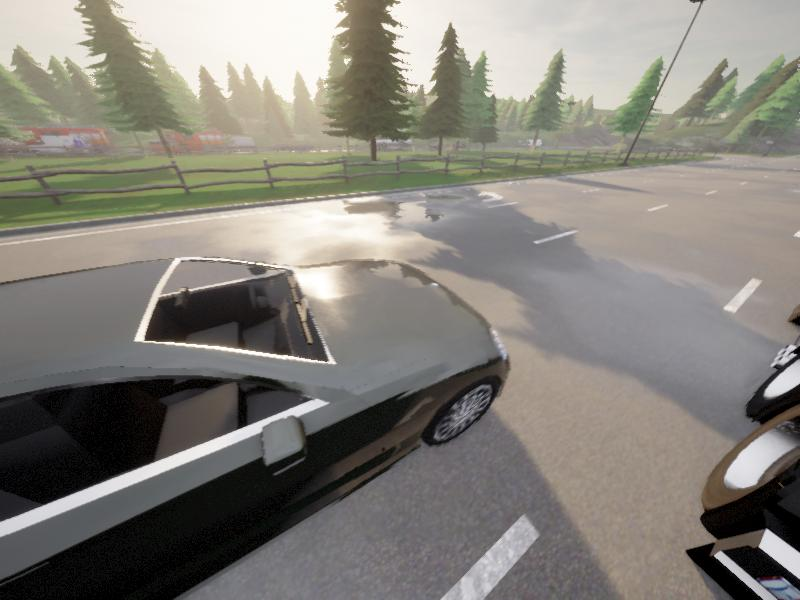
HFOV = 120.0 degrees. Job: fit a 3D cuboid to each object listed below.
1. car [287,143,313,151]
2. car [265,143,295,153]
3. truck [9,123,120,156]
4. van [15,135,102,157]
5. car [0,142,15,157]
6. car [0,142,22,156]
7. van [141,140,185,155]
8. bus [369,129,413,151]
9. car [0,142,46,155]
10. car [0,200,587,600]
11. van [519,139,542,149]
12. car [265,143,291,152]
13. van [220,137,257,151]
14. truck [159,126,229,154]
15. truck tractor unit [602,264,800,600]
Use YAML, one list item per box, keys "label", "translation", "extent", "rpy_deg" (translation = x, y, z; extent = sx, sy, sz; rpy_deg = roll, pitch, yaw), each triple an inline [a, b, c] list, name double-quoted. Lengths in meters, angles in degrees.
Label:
- label: "car"
  translation: [-22.750, -35.017, 52.820]
  extent: [5.008, 1.535, 1.882]
  rpy_deg: [-18, 39, -24]
- label: "car"
  translation: [-23.783, -30.064, 45.716]
  extent: [4.892, 1.490, 1.837]
  rpy_deg: [-18, 39, -24]
- label: "truck"
  translation: [-50.757, -24.645, 35.577]
  extent: [8.468, 3.827, 2.891]
  rpy_deg: [-18, 39, -24]
- label: "van"
  translation: [-48.999, -22.335, 33.496]
  extent: [6.366, 2.431, 2.351]
  rpy_deg: [-18, 39, -24]
- label: "car"
  translation: [-55.987, -19.758, 30.411]
  extent: [4.856, 1.649, 2.033]
  rpy_deg: [-18, 39, -24]
- label: "car"
  translation: [-58.067, -21.385, 32.745]
  extent: [3.988, 1.617, 1.851]
  rpy_deg: [-18, 39, -24]
- label: "van"
  translation: [-39.106, -25.335, 38.310]
  extent: [4.442, 1.987, 1.775]
  rpy_deg: [-18, 39, -24]
- label: "bus"
  translation: [-2.088, -40.396, 58.406]
  extent: [10.273, 4.253, 3.944]
  rpy_deg: [-18, 39, -24]
- label: "car"
  translation: [-59.448, -23.244, 35.394]
  extent: [5.027, 1.651, 2.152]
  rpy_deg: [-18, 39, -24]
- label: "car"
  translation: [-1.499, 0.610, 1.706]
  extent: [5.027, 1.651, 2.152]
  rpy_deg: [-18, 39, -24]
- label: "van"
  translation: [42.116, -50.238, 74.533]
  extent: [5.915, 2.561, 1.988]
  rpy_deg: [13, 37, 18]
- label: "car"
  translation: [-26.701, -33.466, 50.552]
  extent: [4.514, 1.525, 2.007]
  rpy_deg: [-24, 42, -31]
- label: "van"
  translation: [-34.824, -33.864, 50.111]
  extent: [5.915, 2.561, 1.988]
  rpy_deg: [-18, 39, -24]
- label: "truck"
  translation: [-37.016, -29.065, 42.092]
  extent: [8.468, 3.827, 2.891]
  rpy_deg: [-18, 39, -24]
- label: "truck tractor unit"
  translation: [5.118, -0.291, 0.787]
  extent: [6.516, 4.208, 3.053]
  rpy_deg: [-18, 39, -24]
